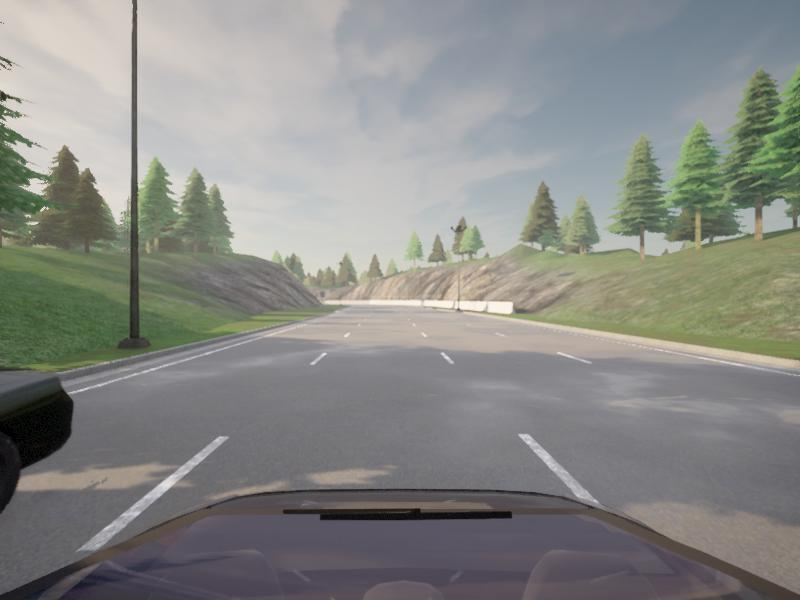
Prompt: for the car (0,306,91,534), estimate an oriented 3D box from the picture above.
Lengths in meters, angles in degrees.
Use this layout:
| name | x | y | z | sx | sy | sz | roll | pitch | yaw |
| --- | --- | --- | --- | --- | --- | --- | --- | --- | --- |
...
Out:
| name | x | y | z | sx | sy | sz | roll | pitch | yaw |
| --- | --- | --- | --- | --- | --- | --- | --- | --- | --- |
| car | -3.697 | 0.826 | 1.040 | 2.038 | 1.542 | 4.974 | 0 | 0 | -2 |
